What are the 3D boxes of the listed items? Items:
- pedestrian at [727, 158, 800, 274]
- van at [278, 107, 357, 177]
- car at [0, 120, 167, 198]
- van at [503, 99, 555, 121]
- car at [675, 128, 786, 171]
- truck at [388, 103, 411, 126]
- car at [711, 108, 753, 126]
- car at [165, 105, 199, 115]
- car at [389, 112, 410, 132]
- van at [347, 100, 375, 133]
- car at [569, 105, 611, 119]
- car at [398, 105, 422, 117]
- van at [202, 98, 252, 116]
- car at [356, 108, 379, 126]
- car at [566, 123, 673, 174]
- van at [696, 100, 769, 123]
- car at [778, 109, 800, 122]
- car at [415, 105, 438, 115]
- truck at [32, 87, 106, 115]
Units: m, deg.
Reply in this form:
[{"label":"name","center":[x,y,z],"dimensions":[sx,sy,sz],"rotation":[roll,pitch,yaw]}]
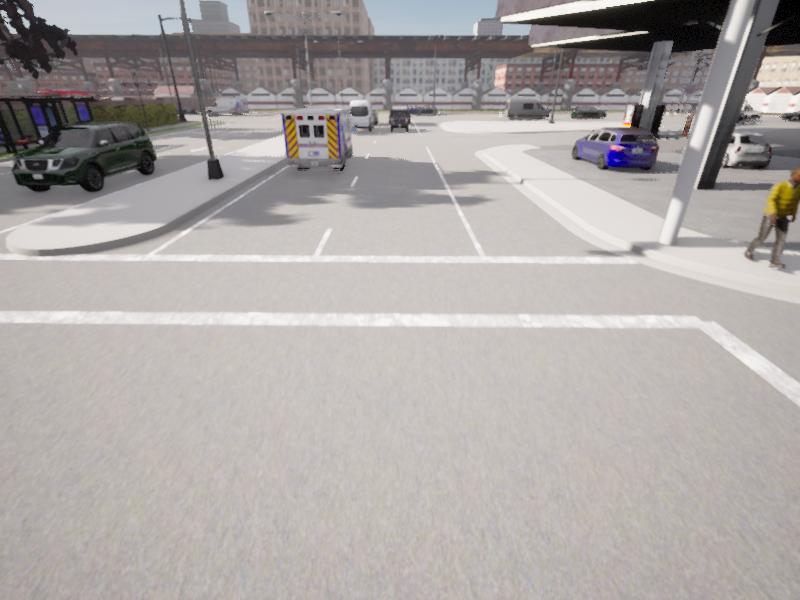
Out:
[{"label":"pedestrian","center":[6.817,-1.493,7.145],"dimensions":[0.751,1.860,0.751],"rotation":[4,27,8]},{"label":"van","center":[-3.520,-7.585,18.725],"dimensions":[2.351,2.431,6.366],"rotation":[0,27,0]},{"label":"car","center":[-11.520,-5.487,15.028],"dimensions":[2.150,2.045,5.566],"rotation":[0,27,0]},{"label":"van","center":[16.885,-25.066,52.708],"dimensions":[5.915,2.561,1.988],"rotation":[0,27,0]},{"label":"car","center":[15.432,-7.229,19.028],"dimensions":[1.970,1.475,3.806],"rotation":[0,27,0]},{"label":"truck","center":[-0.012,-21.040,45.289],"dimensions":[2.390,2.098,6.274],"rotation":[0,27,0]},{"label":"car","center":[38.299,-21.105,46.063],"dimensions":[5.238,1.638,1.930],"rotation":[-19,33,-32]},{"label":"car","center":[-35.682,-31.104,65.514],"dimensions":[4.181,1.385,1.994],"rotation":[0,27,0]},{"label":"car","center":[-0.044,-16.846,37.747],"dimensions":[1.845,1.501,3.633],"rotation":[0,27,0]},{"label":"van","center":[-3.538,-17.350,37.610],"dimensions":[1.988,2.561,5.915],"rotation":[0,27,0]},{"label":"car","center":[26.500,-26.305,55.980],"dimensions":[4.553,1.767,2.097],"rotation":[0,27,0]},{"label":"car","center":[1.519,-29.478,62.298],"dimensions":[3.705,1.549,1.789],"rotation":[0,27,0]},{"label":"van","center":[-26.819,-29.945,62.149],"dimensions":[6.366,2.431,2.351],"rotation":[0,27,0]},{"label":"car","center":[-3.554,-20.617,44.975],"dimensions":[2.152,1.651,5.027],"rotation":[0,27,0]},{"label":"car","center":[9.688,-7.030,18.266],"dimensions":[2.242,1.667,4.611],"rotation":[0,27,0]},{"label":"van","center":[42.395,-24.202,51.236],"dimensions":[6.366,2.431,2.351],"rotation":[10,29,18]},{"label":"car","center":[51.845,-23.325,50.691],"dimensions":[5.357,1.411,2.033],"rotation":[18,32,31]},{"label":"car","center":[4.300,-31.069,65.408],"dimensions":[3.633,1.501,1.845],"rotation":[0,27,0]},{"label":"truck","center":[-53.473,-32.349,64.936],"dimensions":[8.468,3.827,2.891],"rotation":[1,27,0]}]
